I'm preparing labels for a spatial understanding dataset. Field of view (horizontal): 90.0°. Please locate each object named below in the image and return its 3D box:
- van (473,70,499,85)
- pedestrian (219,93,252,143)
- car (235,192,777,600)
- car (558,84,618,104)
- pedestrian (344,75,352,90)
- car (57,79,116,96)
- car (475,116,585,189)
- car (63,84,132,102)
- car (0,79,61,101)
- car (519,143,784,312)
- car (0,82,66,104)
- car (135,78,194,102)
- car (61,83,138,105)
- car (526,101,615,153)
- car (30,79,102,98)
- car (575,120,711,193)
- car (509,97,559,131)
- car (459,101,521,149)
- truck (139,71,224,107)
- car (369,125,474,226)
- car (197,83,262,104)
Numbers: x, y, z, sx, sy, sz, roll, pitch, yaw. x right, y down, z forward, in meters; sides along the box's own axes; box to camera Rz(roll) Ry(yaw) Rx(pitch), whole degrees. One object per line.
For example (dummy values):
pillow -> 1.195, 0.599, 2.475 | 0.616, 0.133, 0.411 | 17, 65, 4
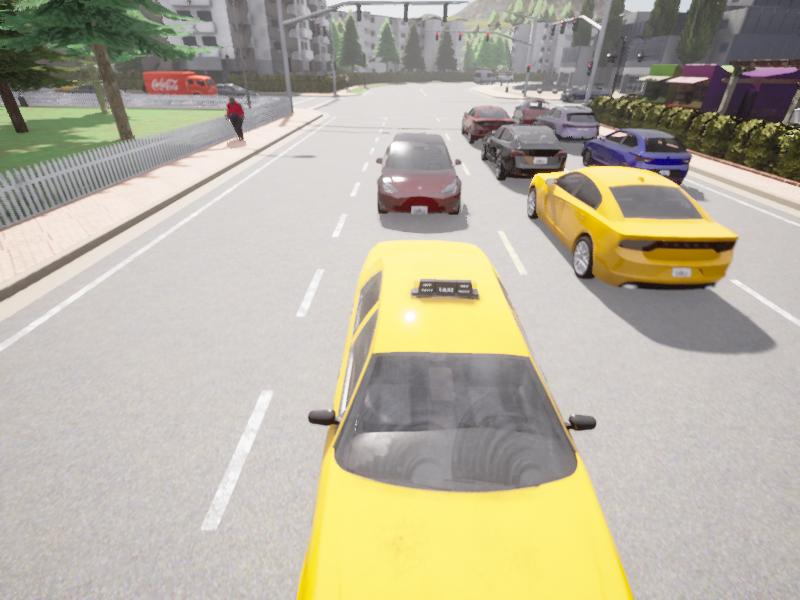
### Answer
van -> 18.582, -47.990, 86.239 | 5.915, 2.561, 1.988 | -24, 38, -35
pedestrian -> -6.858, -7.632, 16.795 | 0.751, 1.860, 0.751 | 1, 30, 0
car -> 0.349, 0.662, 3.383 | 1.801, 1.575, 5.366 | 1, 31, -1
car -> 19.495, -21.516, 41.800 | 5.027, 1.651, 2.152 | 3, 30, 3
pedestrian -> -7.091, -29.656, 54.566 | 0.751, 1.860, 0.751 | 3, 30, 4
car -> -34.037, -23.125, 43.508 | 4.674, 1.442, 1.812 | 2, 30, 2
car -> 4.045, -5.117, 13.455 | 2.163, 1.488, 4.792 | 1, 30, 1
car -> -28.137, -19.343, 37.304 | 4.718, 1.301, 1.895 | 2, 30, 2
car -> -35.341, -19.714, 37.452 | 5.027, 1.651, 2.152 | 2, 30, 2
car -> 3.952, -1.759, 7.636 | 1.882, 1.535, 5.008 | 1, 30, 0
car -> -32.111, -17.791, 34.354 | 4.892, 1.490, 1.837 | 2, 30, 2
car -> -21.664, -19.391, 36.945 | 3.866, 1.878, 1.905 | 2, 30, 2
car -> -25.557, -17.581, 34.144 | 4.892, 1.490, 1.837 | 2, 30, 2
car -> 7.645, -8.156, 18.604 | 2.033, 1.649, 4.856 | 1, 30, 1
car -> -33.650, -21.405, 40.434 | 5.366, 1.575, 1.801 | 2, 30, 2
car -> 7.524, -4.801, 12.999 | 1.816, 1.474, 4.193 | 1, 30, 1
car -> 7.856, -11.142, 23.829 | 1.845, 1.501, 3.633 | 3, 30, 3
car -> 4.160, -8.583, 19.347 | 1.882, 1.535, 5.008 | 1, 30, 1
truck -> -18.201, -17.768, 33.665 | 5.204, 2.467, 2.627 | 2, 30, 2
car -> 0.473, -3.529, 10.647 | 2.163, 1.488, 4.792 | 1, 30, 1
car -> -15.598, -19.035, 36.849 | 4.902, 1.511, 2.128 | 2, 30, 2
